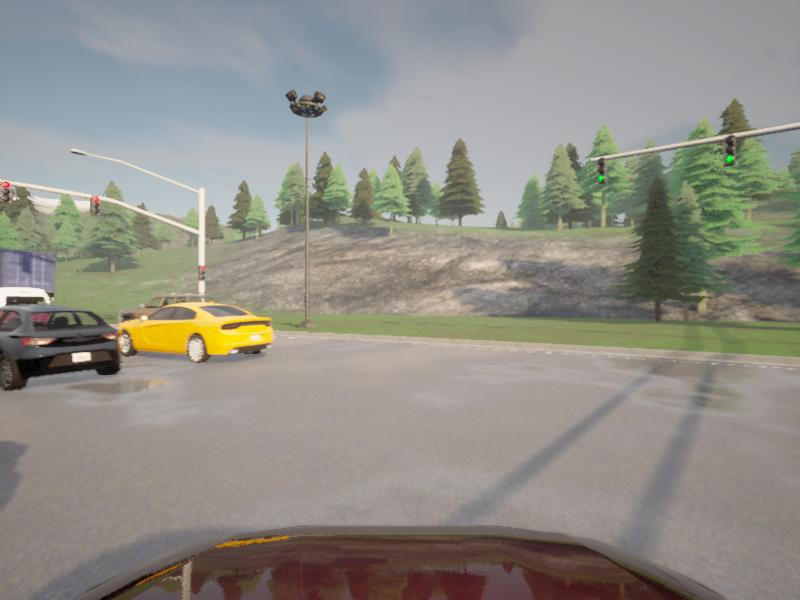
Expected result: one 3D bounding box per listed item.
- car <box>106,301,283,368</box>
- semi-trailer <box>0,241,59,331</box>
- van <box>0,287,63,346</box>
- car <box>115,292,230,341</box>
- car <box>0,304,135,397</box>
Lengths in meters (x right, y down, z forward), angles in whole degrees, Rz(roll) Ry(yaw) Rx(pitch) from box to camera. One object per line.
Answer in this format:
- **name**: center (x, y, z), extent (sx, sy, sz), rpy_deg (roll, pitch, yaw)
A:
- **car**: center (-5.869, 0.812, 11.303), extent (5.008, 1.535, 1.882), rpy_deg (0, 0, 27)
- **semi-trailer**: center (-26.338, -0.651, 22.281), extent (14.254, 4.402, 2.717), rpy_deg (0, -1, 10)
- **van**: center (-15.469, 0.558, 15.475), extent (4.480, 2.038, 2.069), rpy_deg (0, 0, 26)
- **car**: center (-9.720, 0.635, 17.051), extent (4.605, 1.855, 1.932), rpy_deg (0, 0, 24)
- **car**: center (-7.685, 0.846, 8.291), extent (4.193, 1.474, 1.816), rpy_deg (0, 0, 27)
